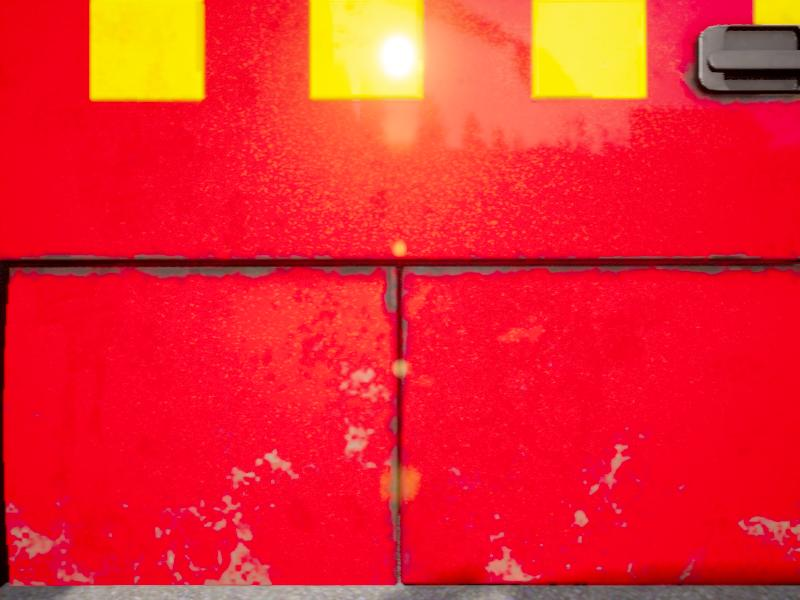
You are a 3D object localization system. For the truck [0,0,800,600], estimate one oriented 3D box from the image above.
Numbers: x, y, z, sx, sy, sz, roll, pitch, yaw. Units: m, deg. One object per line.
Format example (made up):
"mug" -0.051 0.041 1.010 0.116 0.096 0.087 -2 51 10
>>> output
"truck" 0.945 -0.921 2.200 8.468 3.827 2.891 0 0 0
